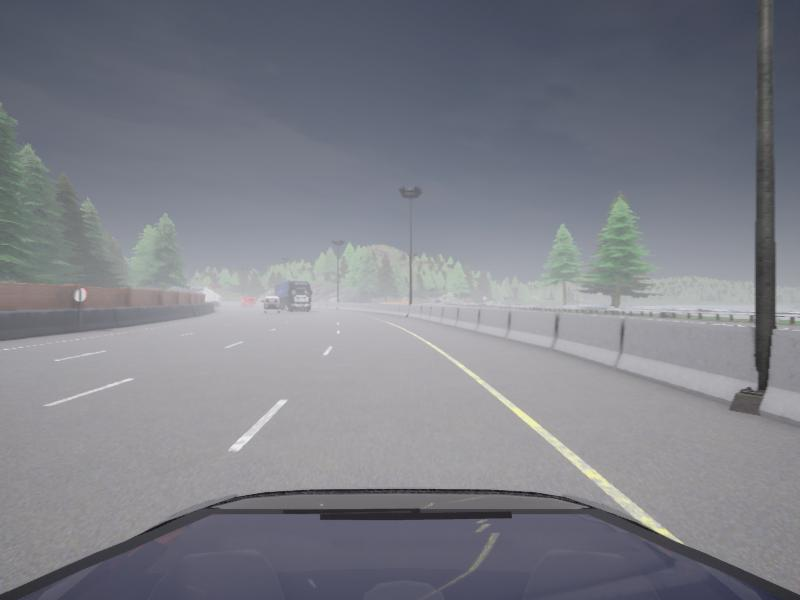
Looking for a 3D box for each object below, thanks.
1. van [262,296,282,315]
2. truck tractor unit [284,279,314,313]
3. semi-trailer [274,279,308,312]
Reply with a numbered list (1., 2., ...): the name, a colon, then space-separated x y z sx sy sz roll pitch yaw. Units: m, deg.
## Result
1. van: -14.548 0.613 45.513 2.069 2.038 4.480 1 0 -18
2. truck tractor unit: -13.600 -0.481 53.428 3.053 4.208 6.516 0 0 -21
3. semi-trailer: -16.762 -0.571 60.684 2.717 4.402 14.254 0 0 -24
